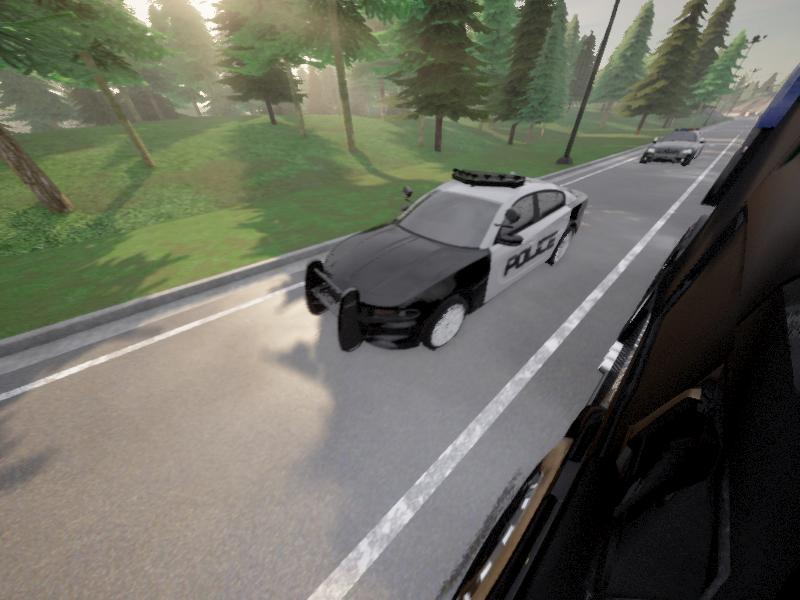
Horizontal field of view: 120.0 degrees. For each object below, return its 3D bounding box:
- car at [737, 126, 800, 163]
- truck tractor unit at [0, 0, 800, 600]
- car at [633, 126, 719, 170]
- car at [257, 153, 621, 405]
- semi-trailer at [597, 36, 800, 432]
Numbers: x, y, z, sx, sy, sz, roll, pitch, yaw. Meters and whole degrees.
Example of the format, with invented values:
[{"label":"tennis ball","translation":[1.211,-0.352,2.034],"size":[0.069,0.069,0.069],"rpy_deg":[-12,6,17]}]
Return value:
[{"label":"car","translation":[21.082,-8.761,12.899],"size":[4.181,1.385,1.994],"rpy_deg":[-28,44,-29]},{"label":"truck tractor unit","translation":[2.645,-0.295,0.351],"size":[6.516,4.208,3.053],"rpy_deg":[-28,44,-30]},{"label":"car","translation":[15.356,-8.545,12.826],"size":[4.974,1.542,2.038],"rpy_deg":[-28,44,-29]},{"label":"car","translation":[1.112,-1.106,3.683],"size":[5.238,1.638,1.930],"rpy_deg":[-28,43,-29]},{"label":"semi-trailer","translation":[8.744,-3.571,4.187],"size":[14.254,4.402,2.717],"rpy_deg":[-28,43,-29]}]
